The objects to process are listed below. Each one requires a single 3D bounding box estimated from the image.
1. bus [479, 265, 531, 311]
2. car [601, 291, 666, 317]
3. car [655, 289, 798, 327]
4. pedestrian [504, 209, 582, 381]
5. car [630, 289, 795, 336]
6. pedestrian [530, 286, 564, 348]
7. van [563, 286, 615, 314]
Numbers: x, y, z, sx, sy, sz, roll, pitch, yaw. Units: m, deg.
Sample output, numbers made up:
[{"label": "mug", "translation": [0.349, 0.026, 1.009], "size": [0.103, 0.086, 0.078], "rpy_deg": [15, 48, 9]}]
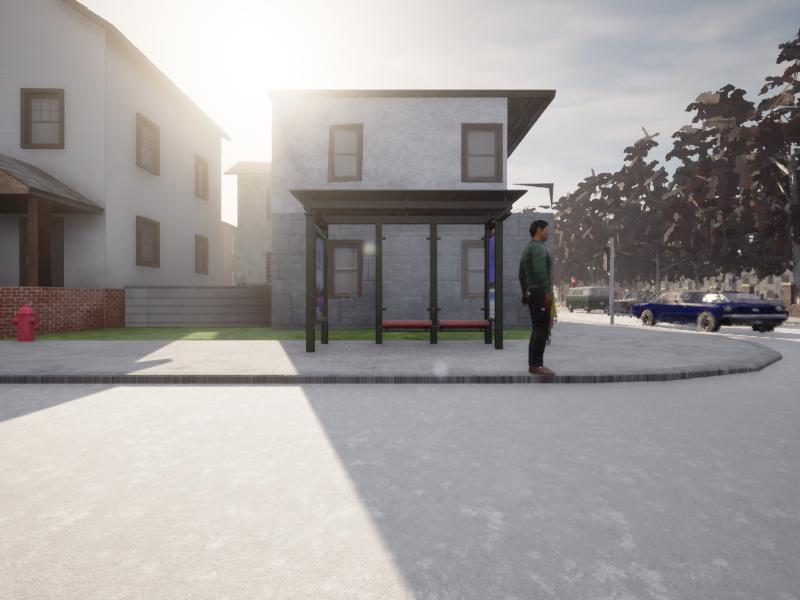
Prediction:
[{"label": "bus", "translation": [10.799, -1.135, 42.561], "size": [3.944, 4.253, 10.273], "rpy_deg": [0, 0, 7]}, {"label": "car", "translation": [14.194, 0.227, 24.567], "size": [1.845, 1.501, 3.633], "rpy_deg": [0, 0, -1]}, {"label": "car", "translation": [13.945, 0.295, 17.673], "size": [2.033, 1.411, 5.357], "rpy_deg": [0, 0, 2]}, {"label": "pedestrian", "translation": [1.661, -0.054, 4.766], "size": [0.751, 1.860, 0.751], "rpy_deg": [0, 0, 9]}, {"label": "car", "translation": [10.089, 0.344, 13.535], "size": [1.895, 1.301, 4.718], "rpy_deg": [0, 0, 0]}, {"label": "pedestrian", "translation": [2.757, 0.305, 7.492], "size": [0.500, 1.100, 0.500], "rpy_deg": [0, 0, 30]}, {"label": "van", "translation": [14.274, -0.002, 30.573], "size": [1.775, 1.987, 4.442], "rpy_deg": [0, 0, -2]}]
